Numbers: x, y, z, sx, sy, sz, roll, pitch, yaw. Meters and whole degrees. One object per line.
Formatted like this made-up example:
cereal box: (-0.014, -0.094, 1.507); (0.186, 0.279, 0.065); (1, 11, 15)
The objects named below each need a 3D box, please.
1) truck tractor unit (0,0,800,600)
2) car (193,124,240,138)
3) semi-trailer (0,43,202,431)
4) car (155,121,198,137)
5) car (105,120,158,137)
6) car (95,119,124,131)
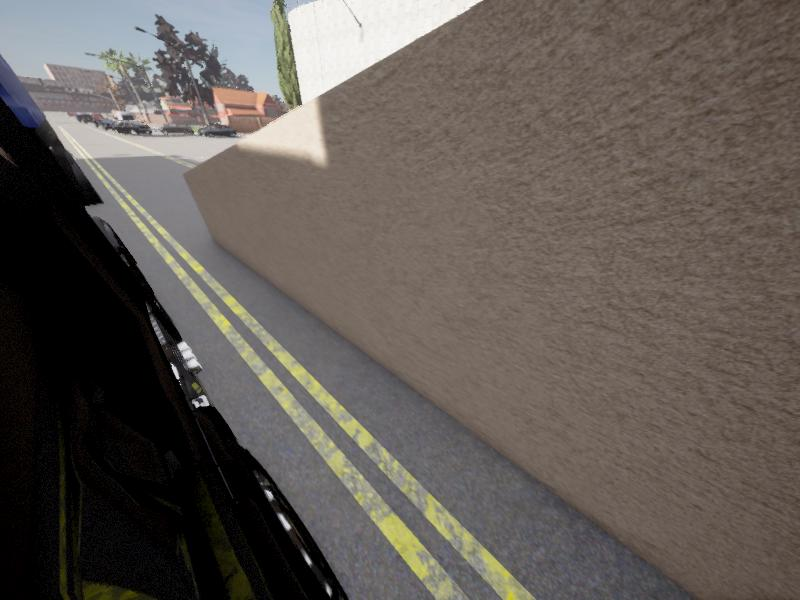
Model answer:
truck tractor unit: (-2.645, -0.295, 0.351); (6.516, 4.208, 3.053); (28, 44, 30)
car: (-25.493, -23.599, 32.299); (2.007, 1.525, 4.514); (29, 44, 31)
semi-trailer: (-8.700, -3.604, 4.230); (14.254, 4.402, 2.717); (28, 44, 30)
car: (-31.509, -24.168, 32.671); (3.705, 1.549, 1.789); (-9, 40, -16)
car: (-34.580, -22.140, 29.828); (4.892, 1.490, 1.837); (11, 39, 11)
car: (-46.952, -28.245, 37.302); (5.357, 1.411, 2.033); (28, 44, 30)
